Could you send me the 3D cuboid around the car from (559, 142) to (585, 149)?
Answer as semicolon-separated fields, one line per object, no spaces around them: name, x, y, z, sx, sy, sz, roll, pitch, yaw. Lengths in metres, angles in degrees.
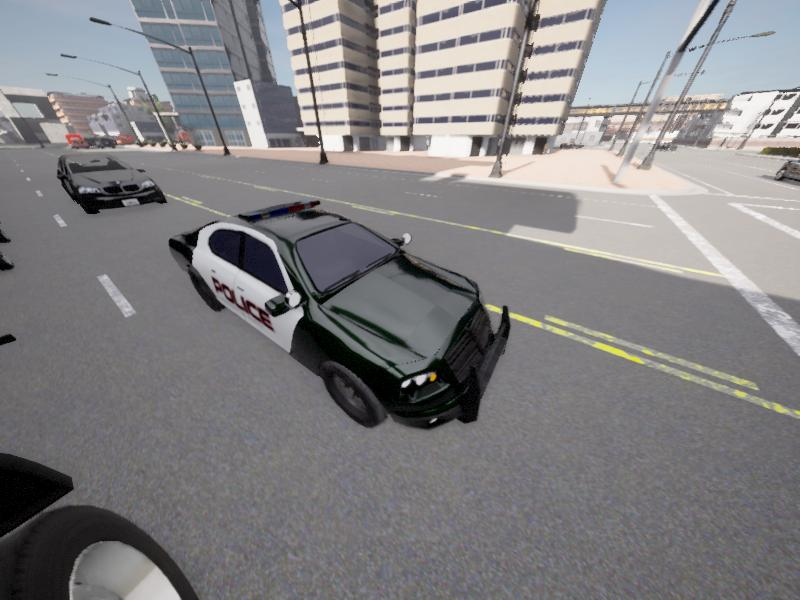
car;45.193;-40.669;60.768;5.238;1.638;1.930;20;40;27

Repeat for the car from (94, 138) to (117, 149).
car;-60.135;-31.993;47.197;3.866;1.878;1.905;25;42;31

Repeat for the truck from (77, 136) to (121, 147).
truck;-75.241;-39.832;57.996;2.390;2.098;6.274;5;35;6

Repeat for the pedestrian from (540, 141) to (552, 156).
pedestrian;22.155;-23.051;35.098;0.751;1.860;0.751;-25;42;-31

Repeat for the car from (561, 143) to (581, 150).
car;43.206;-38.914;58.479;3.806;1.475;1.970;20;40;27

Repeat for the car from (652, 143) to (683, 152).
car;59.631;-34.184;51.631;2.128;1.511;4.902;9;36;12

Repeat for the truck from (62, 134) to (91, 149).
truck;-68.686;-33.720;49.078;5.204;2.467;2.627;28;44;32

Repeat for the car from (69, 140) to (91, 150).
car;-62.714;-30.466;45.302;3.988;1.617;1.851;25;42;31

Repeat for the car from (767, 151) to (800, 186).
car;25.016;-7.632;13.519;1.930;1.638;5.238;22;41;28

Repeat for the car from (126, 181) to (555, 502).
car;-1.129;-0.404;3.146;4.974;1.542;2.038;22;41;27

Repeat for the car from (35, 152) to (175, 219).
car;-11.415;-4.653;8.974;4.611;1.667;2.242;22;41;28

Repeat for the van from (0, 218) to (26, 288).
van;-9.358;-1.483;4.215;4.442;1.987;1.775;22;41;28
